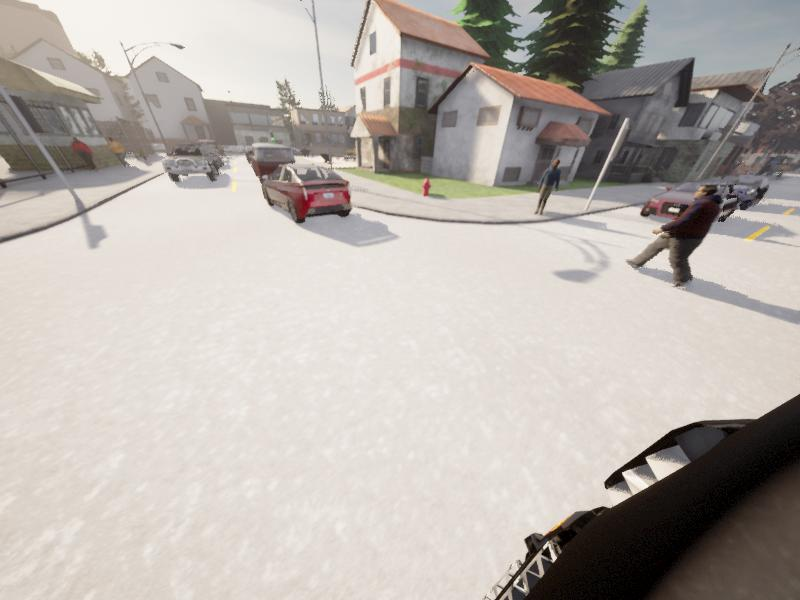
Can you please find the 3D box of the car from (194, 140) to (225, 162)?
[{"bbox_3d":[-20.290,-15.995,24.744,1.905,1.878,3.866,-17,39,-27],"label":"car"}]

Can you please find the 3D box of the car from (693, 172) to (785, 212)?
[{"bbox_3d":[18.264,-5.918,12.469,3.633,1.501,1.845,-16,38,-26],"label":"car"}]

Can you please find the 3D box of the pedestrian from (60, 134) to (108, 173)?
[{"bbox_3d":[-18.468,-8.562,13.562,0.751,1.860,0.751,-15,37,-24],"label":"pedestrian"}]

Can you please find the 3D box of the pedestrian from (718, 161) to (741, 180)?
[{"bbox_3d":[39.127,-15.423,27.452,0.751,1.860,0.751,-20,40,-30],"label":"pedestrian"}]

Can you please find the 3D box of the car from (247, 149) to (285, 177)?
[{"bbox_3d":[-10.031,-10.250,17.193,1.816,1.474,4.193,-16,38,-26],"label":"car"}]

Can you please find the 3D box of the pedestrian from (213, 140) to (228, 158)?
[{"bbox_3d":[-22.239,-18.678,28.610,0.751,1.860,0.751,-5,34,-10],"label":"pedestrian"}]

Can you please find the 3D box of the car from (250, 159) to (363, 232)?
[{"bbox_3d":[-3.404,-3.913,8.108,2.007,1.525,4.514,-23,41,-33],"label":"car"}]

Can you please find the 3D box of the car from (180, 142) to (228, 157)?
[{"bbox_3d":[-26.405,-20.367,31.225,4.902,1.511,2.128,11,35,12],"label":"car"}]

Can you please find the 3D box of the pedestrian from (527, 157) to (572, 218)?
[{"bbox_3d":[5.363,-4.069,8.367,0.751,1.860,0.751,20,38,24],"label":"pedestrian"}]

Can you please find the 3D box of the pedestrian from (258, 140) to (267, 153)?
[{"bbox_3d":[-24.961,-27.882,41.988,0.751,1.860,0.751,-24,42,-34],"label":"pedestrian"}]

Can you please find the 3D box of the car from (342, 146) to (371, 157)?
[{"bbox_3d":[-8.609,-29.841,46.431,5.366,1.575,1.801,-17,38,-27],"label":"car"}]

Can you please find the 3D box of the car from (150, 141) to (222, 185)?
[{"bbox_3d":[-12.055,-8.066,13.450,1.932,1.855,4.605,-16,37,-25],"label":"car"}]

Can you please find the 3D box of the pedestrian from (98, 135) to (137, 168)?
[{"bbox_3d":[-19.334,-10.137,15.858,0.751,1.860,0.751,-8,35,-15],"label":"pedestrian"}]

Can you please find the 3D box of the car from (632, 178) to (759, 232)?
[{"bbox_3d":[11.880,-3.980,9.319,4.181,1.385,1.994,-16,38,-26],"label":"car"}]

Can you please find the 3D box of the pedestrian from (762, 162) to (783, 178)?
[{"bbox_3d":[54.504,-19.031,33.810,0.751,1.860,0.751,-13,37,-22],"label":"pedestrian"}]

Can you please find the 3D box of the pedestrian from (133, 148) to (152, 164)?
[{"bbox_3d":[-20.790,-11.638,18.689,0.500,1.100,0.500,-12,37,-21],"label":"pedestrian"}]

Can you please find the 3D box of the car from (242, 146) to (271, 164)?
[{"bbox_3d":[-15.910,-16.088,25.530,2.163,1.488,4.792,-16,38,-26],"label":"car"}]

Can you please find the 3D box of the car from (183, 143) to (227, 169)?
[{"bbox_3d":[-16.720,-12.569,20.094,2.033,1.649,4.856,-16,38,-25],"label":"car"}]

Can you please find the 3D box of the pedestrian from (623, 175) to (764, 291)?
[{"bbox_3d":[5.299,-1.237,4.322,0.751,1.860,0.751,-18,39,-27],"label":"pedestrian"}]

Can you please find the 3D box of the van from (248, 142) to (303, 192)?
[{"bbox_3d":[-6.964,-7.452,12.752,1.775,1.987,4.442,-17,38,-26],"label":"van"}]

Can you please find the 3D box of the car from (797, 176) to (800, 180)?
[{"bbox_3d":[58.927,-17.846,32.781,3.988,1.617,1.851,-16,38,-26],"label":"car"}]

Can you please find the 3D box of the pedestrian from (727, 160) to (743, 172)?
[{"bbox_3d":[65.818,-26.315,45.385,0.751,1.860,0.751,-9,35,-17],"label":"pedestrian"}]

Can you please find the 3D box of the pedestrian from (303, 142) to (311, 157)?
[{"bbox_3d":[-14.740,-23.885,36.654,0.751,1.860,0.751,-21,40,-31],"label":"pedestrian"}]

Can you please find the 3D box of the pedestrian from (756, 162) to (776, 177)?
[{"bbox_3d":[54.525,-19.461,34.453,0.751,1.860,0.751,-24,42,-34],"label":"pedestrian"}]

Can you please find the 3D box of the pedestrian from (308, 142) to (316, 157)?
[{"bbox_3d":[-13.917,-23.723,36.465,0.751,1.860,0.751,-21,40,-30],"label":"pedestrian"}]

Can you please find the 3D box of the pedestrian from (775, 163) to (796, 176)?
[{"bbox_3d":[62.459,-21.141,37.449,0.751,1.860,0.751,-6,35,-13],"label":"pedestrian"}]
